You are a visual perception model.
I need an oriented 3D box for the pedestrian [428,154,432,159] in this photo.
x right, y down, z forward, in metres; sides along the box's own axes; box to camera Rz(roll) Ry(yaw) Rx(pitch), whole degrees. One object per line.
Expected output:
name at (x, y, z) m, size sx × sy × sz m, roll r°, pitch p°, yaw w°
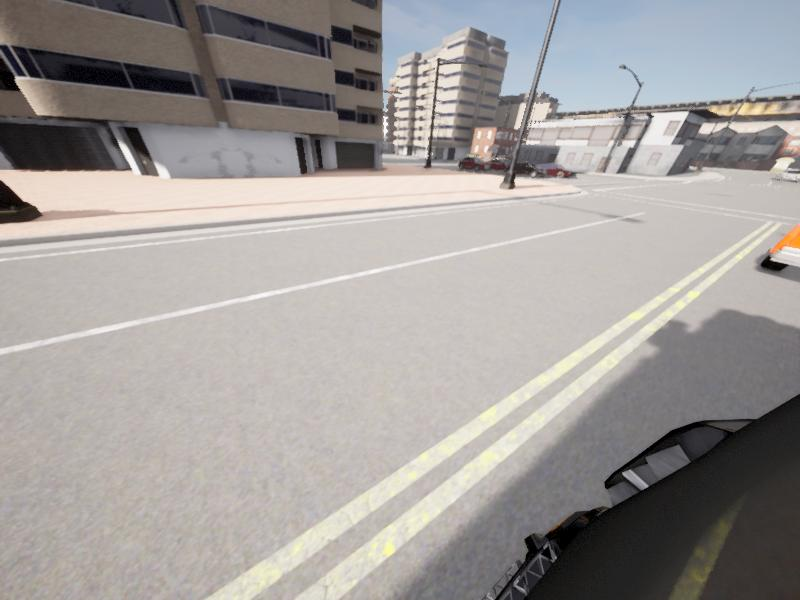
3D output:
pedestrian at (8.912, -43.264, 69.485) m, size 0.751 × 1.300 × 0.751 m, roll -18°, pitch 39°, yaw -28°

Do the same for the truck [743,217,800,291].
truck at (11.055, -1.612, 4.998) m, size 5.204 × 2.467 × 2.627 m, roll -16°, pitch 38°, yaw -26°

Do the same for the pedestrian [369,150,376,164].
pedestrian at (-4.196, -21.630, 34.938) m, size 0.751 × 1.860 × 0.751 m, roll -17°, pitch 39°, yaw -27°

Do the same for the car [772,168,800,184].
car at (53.269, -16.944, 31.441) m, size 4.674 × 1.442 × 1.812 m, roll -28°, pitch 45°, yaw -36°

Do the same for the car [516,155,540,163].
car at (33.334, -36.867, 60.337) m, size 2.152 × 1.636 × 5.027 m, roll -17°, pitch 39°, yaw -27°

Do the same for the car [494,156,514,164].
car at (25.886, -34.955, 57.557) m, size 1.970 × 1.475 × 3.806 m, roll -17°, pitch 37°, yaw -27°

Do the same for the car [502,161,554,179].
car at (14.378, -14.846, 26.249) m, size 1.812 × 1.442 × 4.674 m, roll -17°, pitch 38°, yaw -27°

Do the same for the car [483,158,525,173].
car at (14.229, -18.593, 31.976) m, size 2.163 × 1.488 × 4.792 m, roll -17°, pitch 38°, yaw -27°

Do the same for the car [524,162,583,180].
car at (17.828, -15.306, 27.232) m, size 2.033 × 1.411 × 5.357 m, roll -17°, pitch 38°, yaw -27°

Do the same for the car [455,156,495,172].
car at (10.162, -18.721, 31.787) m, size 2.033 × 1.649 × 4.856 m, roll -17°, pitch 38°, yaw -27°
